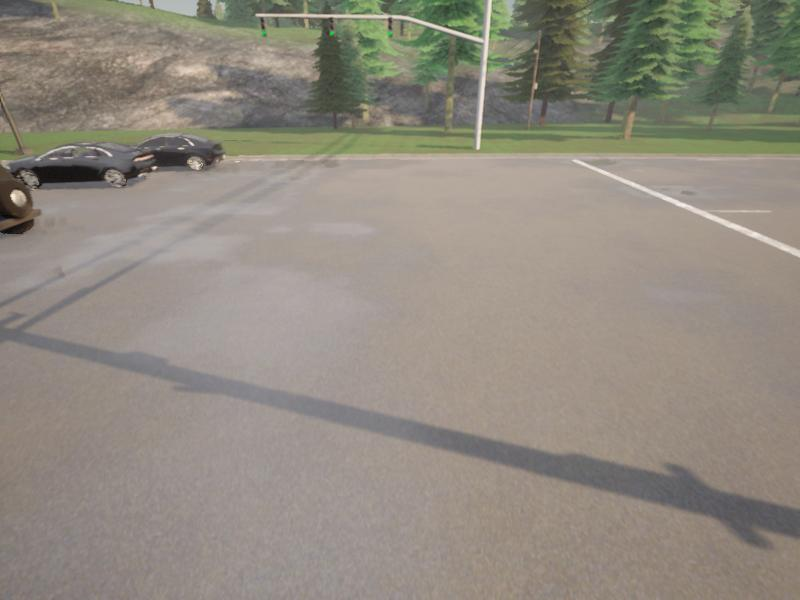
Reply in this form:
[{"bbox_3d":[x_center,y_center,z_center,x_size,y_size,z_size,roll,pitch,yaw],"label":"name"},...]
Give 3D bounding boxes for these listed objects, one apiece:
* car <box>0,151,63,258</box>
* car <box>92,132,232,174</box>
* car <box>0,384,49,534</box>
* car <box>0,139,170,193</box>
[{"bbox_3d":[-10.263,-2.050,8.577,3.866,1.878,1.905,-3,27,-5],"label":"car"},{"bbox_3d":[-10.472,-6.682,18.038,4.892,1.490,1.837,-3,27,-6],"label":"car"},{"bbox_3d":[-3.941,1.915,1.079,2.242,1.667,4.611,-4,27,-8],"label":"car"},{"bbox_3d":[-11.696,-5.021,14.788,4.902,1.511,2.128,-3,27,-6],"label":"car"}]
